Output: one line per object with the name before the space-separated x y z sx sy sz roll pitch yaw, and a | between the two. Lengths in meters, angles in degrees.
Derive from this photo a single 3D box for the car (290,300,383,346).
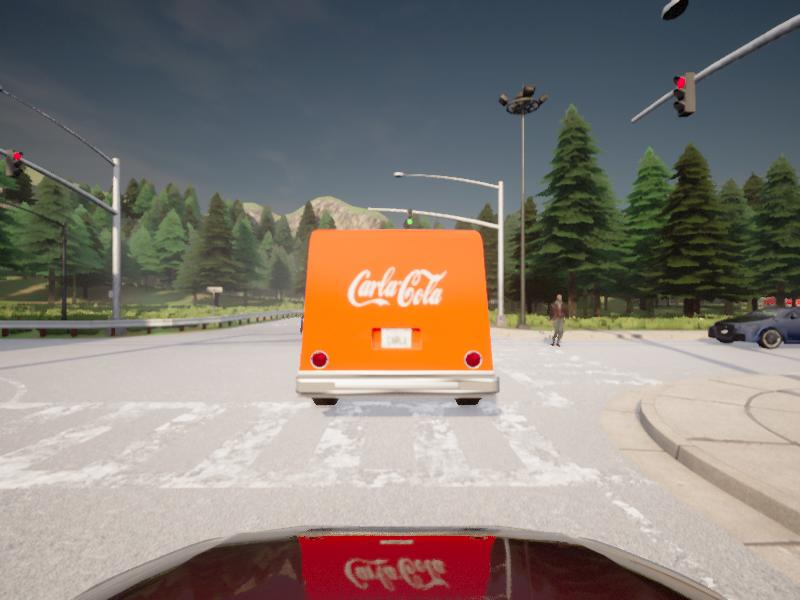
car | -2.429 0.854 16.848 2.128 1.511 4.902 -4 -1 13

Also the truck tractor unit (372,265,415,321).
truck tractor unit | -0.402 -0.542 33.493 3.053 4.208 6.516 0 0 4

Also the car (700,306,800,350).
car | 13.352 0.926 13.993 4.181 1.385 1.994 0 0 1

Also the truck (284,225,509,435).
truck | -0.060 0.357 7.294 2.627 2.467 5.204 0 0 -1

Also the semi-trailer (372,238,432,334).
semi-trailer | -0.233 -0.638 25.591 2.717 4.402 14.254 0 0 -3

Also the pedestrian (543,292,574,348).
pedestrian | 5.352 0.657 13.531 0.751 1.860 0.751 0 0 1

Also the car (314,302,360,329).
car | -3.713 0.879 24.686 2.033 1.411 5.357 0 0 0
